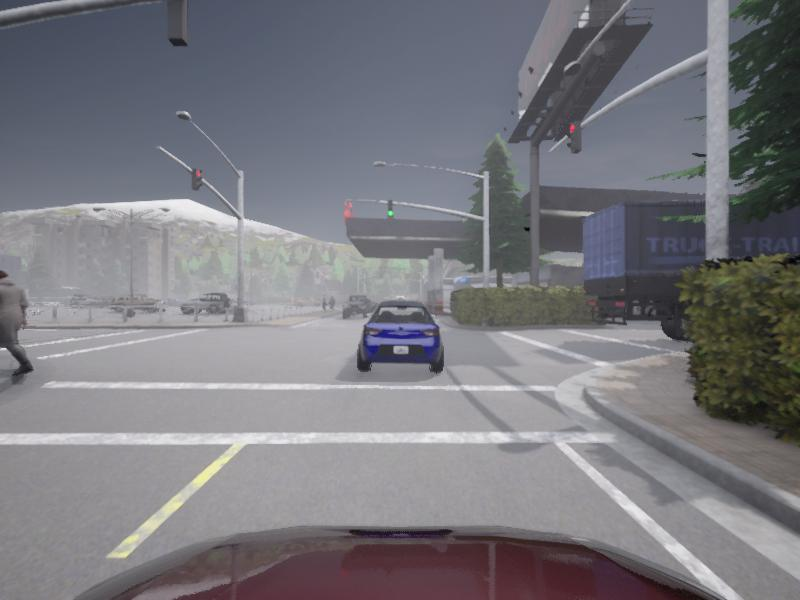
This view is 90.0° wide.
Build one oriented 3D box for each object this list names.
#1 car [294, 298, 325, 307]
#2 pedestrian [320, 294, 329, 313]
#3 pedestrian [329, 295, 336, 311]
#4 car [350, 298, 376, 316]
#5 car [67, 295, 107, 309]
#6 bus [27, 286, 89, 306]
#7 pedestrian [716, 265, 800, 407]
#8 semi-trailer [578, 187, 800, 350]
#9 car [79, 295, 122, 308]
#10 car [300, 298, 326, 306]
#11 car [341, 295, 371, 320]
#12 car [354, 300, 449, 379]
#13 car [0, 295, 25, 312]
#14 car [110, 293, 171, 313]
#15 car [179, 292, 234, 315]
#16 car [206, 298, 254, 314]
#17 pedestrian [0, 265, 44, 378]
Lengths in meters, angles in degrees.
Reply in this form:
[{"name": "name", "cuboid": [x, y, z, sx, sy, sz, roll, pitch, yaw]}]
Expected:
[{"name": "car", "cuboid": [-16.339, 0.424, 72.368, 5.027, 1.636, 2.152, 0, 0, 0]}, {"name": "pedestrian", "cuboid": [-7.609, 0.346, 40.156, 0.751, 1.860, 0.751, 0, 0, -1]}, {"name": "pedestrian", "cuboid": [-7.664, 0.328, 45.379, 0.751, 1.860, 0.751, 0, 0, 0]}, {"name": "car", "cuboid": [-3.447, 0.645, 38.503, 2.033, 1.649, 4.856, 0, 0, 0]}, {"name": "car", "cuboid": [-42.066, 0.235, 53.888, 3.866, 1.878, 1.905, 0, 0, 0]}, {"name": "bus", "cuboid": [-75.989, -0.845, 88.967, 10.273, 4.253, 3.944, 0, 0, -1]}, {"name": "pedestrian", "cuboid": [5.104, 0.465, 5.633, 0.751, 1.860, 0.751, 0, 0, 11]}, {"name": "semi-trailer", "cuboid": [13.183, -0.852, 12.218, 14.254, 4.402, 2.717, 0, 0, 0]}, {"name": "car", "cuboid": [-42.492, 0.245, 56.791, 4.605, 1.855, 1.932, 0, 0, 0]}, {"name": "car", "cuboid": [-16.405, 0.423, 75.504, 4.514, 1.523, 2.007, 0, 0, 0]}, {"name": "car", "cuboid": [-3.456, 0.536, 32.050, 1.905, 1.878, 3.866, 0, 0, 0]}, {"name": "car", "cuboid": [0.029, 0.756, 9.792, 1.816, 1.474, 4.193, 1, 0, 0]}, {"name": "car", "cuboid": [-42.008, 0.356, 41.094, 5.027, 1.636, 2.152, 0, 0, 0]}, {"name": "car", "cuboid": [-24.610, 0.310, 38.034, 4.605, 1.855, 1.932, 0, 0, 0]}, {"name": "car", "cuboid": [-16.727, 0.300, 34.783, 3.866, 1.878, 1.905, 0, 0, 0]}, {"name": "car", "cuboid": [-16.131, 0.573, 38.111, 3.806, 1.475, 1.970, 0, 0, 0]}, {"name": "pedestrian", "cuboid": [-6.876, 0.356, 6.946, 0.751, 1.860, 0.751, 0, 0, -11]}]
